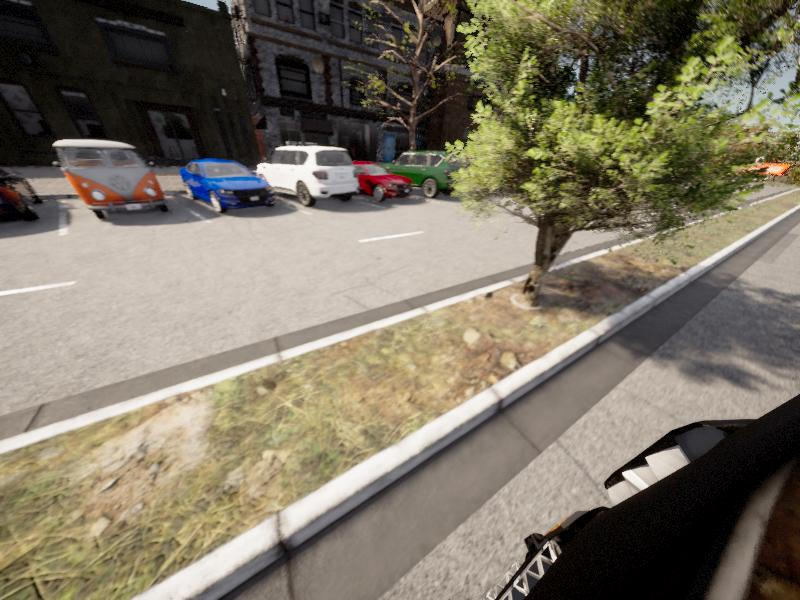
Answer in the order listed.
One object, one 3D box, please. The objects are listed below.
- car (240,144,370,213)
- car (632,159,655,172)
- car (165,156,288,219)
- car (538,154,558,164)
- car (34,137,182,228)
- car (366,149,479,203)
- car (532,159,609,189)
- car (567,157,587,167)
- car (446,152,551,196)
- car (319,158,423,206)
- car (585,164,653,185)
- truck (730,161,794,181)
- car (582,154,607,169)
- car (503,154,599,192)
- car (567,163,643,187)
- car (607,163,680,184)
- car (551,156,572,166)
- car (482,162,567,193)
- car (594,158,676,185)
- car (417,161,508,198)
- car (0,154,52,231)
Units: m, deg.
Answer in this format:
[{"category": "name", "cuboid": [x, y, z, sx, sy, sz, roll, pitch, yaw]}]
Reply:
[{"category": "car", "cuboid": [-4.201, -5.537, 10.136, 5.566, 2.045, 2.435, 26, 40, 32]}, {"category": "car", "cuboid": [50.714, -28.057, 48.255, 2.435, 2.045, 5.566, 28, 39, 32]}, {"category": "car", "cuboid": [-6.790, -4.576, 8.960, 5.008, 1.535, 2.097, 26, 39, 32]}, {"category": "car", "cuboid": [30.884, -29.421, 48.222, 2.185, 1.767, 4.553, 27, 40, 32]}, {"category": "car", "cuboid": [-9.296, -3.978, 7.471, 4.442, 1.987, 1.878, 26, 39, 32]}, {"category": "car", "cuboid": [1.005, -7.023, 12.741, 5.566, 2.045, 2.435, 26, 40, 32]}, {"category": "car", "cuboid": [14.076, -10.608, 19.290, 4.553, 1.767, 2.185, 26, 40, 32]}, {"category": "car", "cuboid": [33.773, -26.343, 44.084, 2.002, 1.452, 4.674, 28, 40, 32]}, {"category": "car", "cuboid": [6.264, -8.493, 15.326, 5.566, 2.045, 2.435, 26, 39, 32]}, {"category": "car", "cuboid": [-1.583, -6.063, 11.566, 5.008, 1.535, 2.097, 26, 39, 32]}, {"category": "car", "cuboid": [21.907, -12.708, 23.300, 4.674, 1.452, 2.002, 26, 40, 32]}, {"category": "truck", "cuboid": [63.437, -22.687, 40.634, 2.627, 2.467, 5.204, -12, 38, -24]}, {"category": "car", "cuboid": [35.215, -25.098, 41.779, 2.435, 2.045, 5.566, 28, 40, 32]}, {"category": "car", "cuboid": [11.477, -9.979, 17.932, 5.566, 2.045, 2.435, 26, 39, 32]}, {"category": "car", "cuboid": [19.279, -11.998, 21.979, 5.008, 1.535, 2.097, 26, 40, 32]}, {"category": "car", "cuboid": [27.012, -14.313, 25.963, 5.366, 1.575, 1.946, 26, 40, 32]}, {"category": "car", "cuboid": [32.333, -27.849, 46.183, 2.231, 1.521, 4.892, 27, 40, 32]}, {"category": "car", "cuboid": [8.859, -9.000, 16.780, 4.792, 1.488, 2.163, 26, 39, 32]}, {"category": "car", "cuboid": [24.511, -13.706, 24.446, 5.566, 2.045, 2.435, 26, 40, 32]}, {"category": "car", "cuboid": [3.650, -7.513, 14.173, 4.792, 1.488, 2.163, 26, 39, 32]}, {"category": "car", "cuboid": [-12.029, -3.069, 6.374, 4.792, 1.488, 2.163, 26, 40, 32]}]
